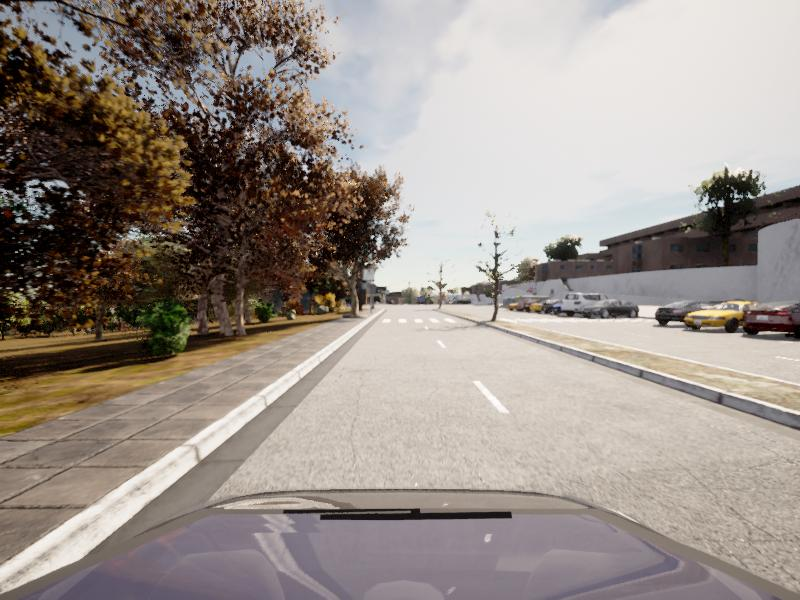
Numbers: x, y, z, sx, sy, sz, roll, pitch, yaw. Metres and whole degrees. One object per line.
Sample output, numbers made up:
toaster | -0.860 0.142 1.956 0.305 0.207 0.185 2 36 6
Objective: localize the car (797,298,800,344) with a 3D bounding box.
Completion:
car | 16.651 0.776 13.908 5.366 1.575 1.946 1 1 -20

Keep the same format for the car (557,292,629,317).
car | 16.787 0.432 34.865 5.566 2.045 2.435 1 0 -20

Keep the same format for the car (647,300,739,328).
car | 16.792 0.766 22.924 4.674 1.452 2.002 1 0 -20

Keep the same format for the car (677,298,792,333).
car | 16.633 0.737 19.874 5.366 1.575 1.946 1 1 -20

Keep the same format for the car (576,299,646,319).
car | 16.777 0.692 31.864 4.892 1.521 2.231 1 0 -20

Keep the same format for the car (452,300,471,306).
car | 16.520 0.741 108.005 4.674 1.452 2.002 1 -2 -20

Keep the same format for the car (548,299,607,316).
car | 16.754 0.679 37.830 5.008 1.535 2.097 1 0 -20

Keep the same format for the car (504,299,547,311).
car | 16.528 0.672 52.677 5.366 1.575 1.946 1 0 -20

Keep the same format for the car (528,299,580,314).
car | 16.903 0.674 43.863 5.366 1.575 1.946 1 0 -20

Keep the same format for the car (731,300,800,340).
car | 16.841 0.791 16.971 4.792 1.488 2.163 1 0 -20

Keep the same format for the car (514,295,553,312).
car | 16.604 0.449 49.719 4.442 1.987 1.878 1 0 -20

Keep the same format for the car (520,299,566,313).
car | 16.745 0.706 46.793 4.792 1.488 2.163 1 0 -20

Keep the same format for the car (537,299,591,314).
car | 16.732 0.677 40.815 4.892 1.521 2.231 1 0 -20
